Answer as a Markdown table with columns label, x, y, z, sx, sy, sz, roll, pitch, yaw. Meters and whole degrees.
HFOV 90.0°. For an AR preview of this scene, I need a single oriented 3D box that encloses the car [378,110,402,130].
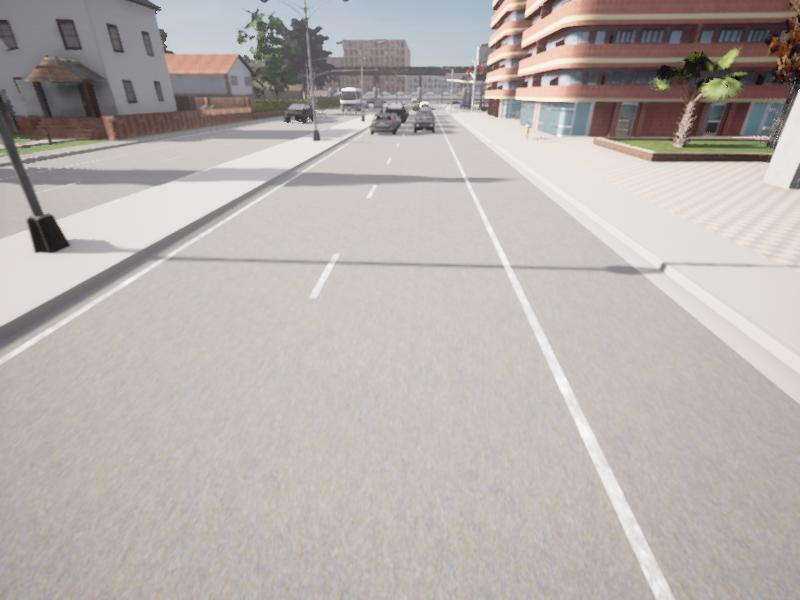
| label | x | y | z | sx | sy | sz | roll | pitch | yaw |
| --- | --- | --- | --- | --- | --- | --- | --- | --- | --- |
| car | -0.958 | -18.601 | 41.238 | 2.038 | 1.542 | 4.974 | 2 | 27 | 3 |

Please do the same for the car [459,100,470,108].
| label | x | y | z | sx | sy | sz | roll | pitch | yaw |
| --- | --- | --- | --- | --- | --- | --- | --- | --- | --- |
| car | 16.049 | -48.703 | 99.564 | 2.242 | 1.667 | 4.611 | 2 | 27 | 3 |

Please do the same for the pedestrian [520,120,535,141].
| label | x | y | z | sx | sy | sz | roll | pitch | yaw |
| --- | --- | --- | --- | --- | --- | --- | --- | --- | --- |
| pedestrian | 8.925 | -11.884 | 28.012 | 0.751 | 1.300 | 0.751 | 8 | 28 | 14 |

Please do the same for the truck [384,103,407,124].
| label | x | y | z | sx | sy | sz | roll | pitch | yaw |
| --- | --- | --- | --- | --- | --- | --- | --- | --- | --- |
| truck | -0.456 | -22.840 | 48.883 | 2.390 | 2.098 | 6.274 | 2 | 27 | 3 |

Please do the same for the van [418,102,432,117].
| label | x | y | z | sx | sy | sz | roll | pitch | yaw |
| --- | --- | --- | --- | --- | --- | --- | --- | --- | --- |
| van | 3.962 | -30.420 | 63.710 | 2.069 | 2.038 | 4.480 | 2 | 27 | 3 |

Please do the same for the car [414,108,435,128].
| label | x | y | z | sx | sy | sz | roll | pitch | yaw |
| --- | --- | --- | --- | --- | --- | --- | --- | --- | --- |
| car | 2.641 | -19.460 | 42.632 | 2.097 | 1.767 | 4.553 | 2 | 27 | 3 |

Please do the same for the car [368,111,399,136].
| label | x | y | z | sx | sy | sz | roll | pitch | yaw |
| --- | --- | --- | --- | --- | --- | --- | --- | --- | --- |
| car | -1.348 | -15.563 | 35.159 | 2.242 | 1.667 | 4.611 | 1 | 27 | 3 |

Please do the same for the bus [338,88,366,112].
| label | x | y | z | sx | sy | sz | roll | pitch | yaw |
| --- | --- | --- | --- | --- | --- | --- | --- | --- | --- |
| bus | -9.683 | -41.020 | 81.951 | 3.944 | 4.253 | 10.273 | 2 | 27 | 3 |

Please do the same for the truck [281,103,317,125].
| label | x | y | z | sx | sy | sz | roll | pitch | yaw |
| --- | --- | --- | --- | --- | --- | --- | --- | --- | --- |
| truck | -12.016 | -22.525 | 48.243 | 2.390 | 2.098 | 6.274 | 2 | 27 | 3 |

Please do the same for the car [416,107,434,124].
| label | x | y | z | sx | sy | sz | roll | pitch | yaw |
| --- | --- | --- | --- | --- | --- | --- | --- | --- | --- |
| car | 3.098 | -23.031 | 49.785 | 2.152 | 1.651 | 5.027 | 2 | 27 | 3 |

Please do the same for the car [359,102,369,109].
| label | x | y | z | sx | sy | sz | roll | pitch | yaw |
| --- | --- | --- | --- | --- | --- | --- | --- | --- | --- |
| car | -8.787 | -47.818 | 98.353 | 1.994 | 1.385 | 4.181 | 2 | 27 | 3 |

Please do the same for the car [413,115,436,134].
| label | x | y | z | sx | sy | sz | roll | pitch | yaw |
| --- | --- | --- | --- | --- | --- | --- | --- | --- | --- |
| car | 2.246 | -16.096 | 36.617 | 1.895 | 1.301 | 4.718 | 2 | 27 | 3 |
